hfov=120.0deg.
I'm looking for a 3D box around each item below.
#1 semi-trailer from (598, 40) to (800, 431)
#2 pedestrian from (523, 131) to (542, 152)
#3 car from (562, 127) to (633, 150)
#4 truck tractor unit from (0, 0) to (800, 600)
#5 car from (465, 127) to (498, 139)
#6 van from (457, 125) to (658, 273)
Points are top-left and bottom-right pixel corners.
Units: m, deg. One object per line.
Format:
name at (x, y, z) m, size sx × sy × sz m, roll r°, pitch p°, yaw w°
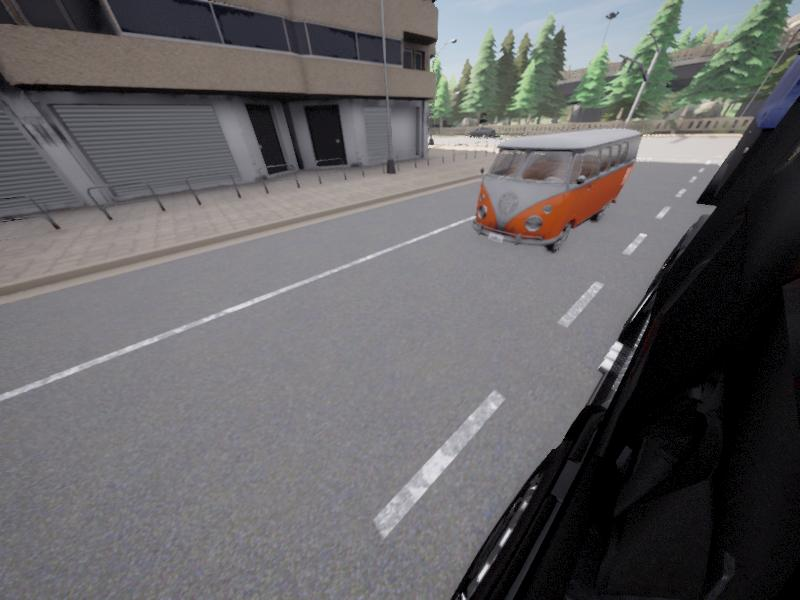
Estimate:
semi-trailer at (8.692, -3.617, 4.223) m, size 14.254 × 4.402 × 2.717 m, roll -28°, pitch 44°, yaw -30°
pedestrian at (10.571, -12.665, 18.458) m, size 0.751 × 1.300 × 0.751 m, roll -28°, pitch 44°, yaw -30°
car at (17.126, -14.287, 20.343) m, size 1.994 × 1.385 × 4.181 m, roll -16°, pitch 39°, yaw -17°
truck tractor unit at (2.645, -0.295, 0.351) m, size 6.516 × 4.208 × 3.053 m, roll -28°, pitch 44°, yaw -30°
car at (13.525, -27.902, 38.589) m, size 1.837 × 1.490 × 4.892 m, roll -28°, pitch 44°, yaw -29°
van at (3.523, -2.587, 5.209) m, size 4.442 × 1.987 × 1.775 m, roll -28°, pitch 44°, yaw -29°
